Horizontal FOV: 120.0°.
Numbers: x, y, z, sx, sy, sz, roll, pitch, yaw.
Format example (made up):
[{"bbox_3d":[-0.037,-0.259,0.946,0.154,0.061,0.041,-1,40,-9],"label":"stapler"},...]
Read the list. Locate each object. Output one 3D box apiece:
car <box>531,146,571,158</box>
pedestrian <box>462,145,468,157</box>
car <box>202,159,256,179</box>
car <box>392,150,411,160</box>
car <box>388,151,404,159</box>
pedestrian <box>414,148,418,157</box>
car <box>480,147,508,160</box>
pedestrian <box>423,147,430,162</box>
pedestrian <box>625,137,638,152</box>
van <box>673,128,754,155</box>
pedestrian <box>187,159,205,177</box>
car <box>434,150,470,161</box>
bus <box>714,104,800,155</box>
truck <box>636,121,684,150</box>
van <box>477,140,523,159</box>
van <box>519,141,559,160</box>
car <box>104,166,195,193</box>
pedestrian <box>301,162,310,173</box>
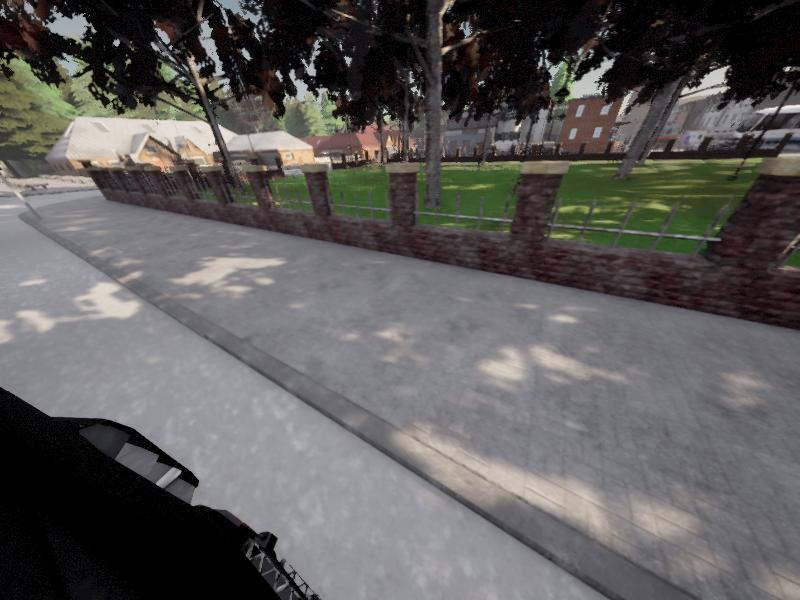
[{"bbox_3d":[22.938,-22.515,35.188,4.718,1.301,1.895,18,39,28],"label":"car"},{"bbox_3d":[12.465,-28.565,44.334,0.751,1.860,0.751,11,36,19],"label":"pedestrian"},{"bbox_3d":[-20.875,-16.206,28.478,2.242,1.667,4.611,17,38,27],"label":"car"},{"bbox_3d":[0.393,-32.788,52.135,1.882,1.535,5.008,16,38,26],"label":"car"},{"bbox_3d":[-0.990,-35.709,56.805,1.994,1.385,4.181,16,38,26],"label":"car"},{"bbox_3d":[3.661,-33.935,53.131,0.751,1.860,0.751,23,41,33],"label":"pedestrian"},{"bbox_3d":[14.525,-22.609,35.726,3.633,1.501,1.845,15,37,25],"label":"car"},{"bbox_3d":[4.093,-22.505,35.794,0.751,1.860,0.751,16,38,26],"label":"pedestrian"},{"bbox_3d":[36.179,-24.268,36.120,0.751,1.860,0.751,-30,42,-34],"label":"pedestrian"},{"bbox_3d":[38.458,-19.699,28.780,2.351,2.431,6.366,6,34,12],"label":"van"},{"bbox_3d":[-25.412,-16.511,28.846,0.751,1.860,0.751,-3,33,-1],"label":"pedestrian"},{"bbox_3d":[8.690,-24.381,38.952,5.357,1.411,2.033,17,38,27],"label":"car"},{"bbox_3d":[43.570,-18.332,24.774,10.273,4.253,3.944,17,44,25],"label":"bus"},{"bbox_3d":[46.628,-29.529,41.786,2.891,3.827,8.468,16,38,26],"label":"truck"},{"bbox_3d":[16.583,-25.032,38.427,6.366,2.431,2.351,16,38,26],"label":"van"},{"bbox_3d":[19.670,-21.273,32.920,4.442,1.987,1.775,15,37,24],"label":"van"},{"bbox_3d":[-22.001,-10.850,20.580,1.882,1.535,5.008,16,37,26],"label":"car"},{"bbox_3d":[-11.076,-15.603,27.142,0.500,1.100,0.500,16,38,26],"label":"pedestrian"}]
